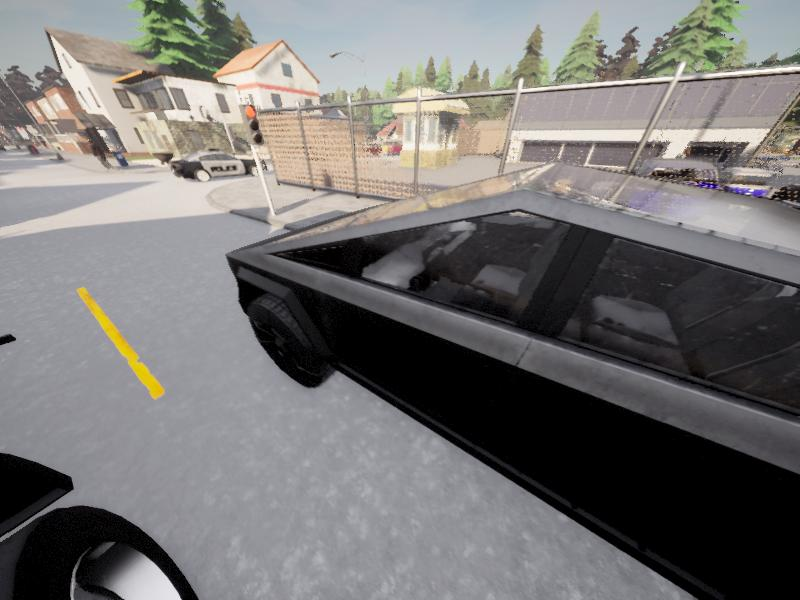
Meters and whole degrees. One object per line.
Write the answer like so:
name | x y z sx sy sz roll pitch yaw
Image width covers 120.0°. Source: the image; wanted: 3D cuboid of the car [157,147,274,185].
car | -11.350 -8.688 14.743 1.930 1.638 5.238 24 42 30

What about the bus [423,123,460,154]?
bus | 7.506 -30.695 43.938 3.944 4.253 10.273 -3 35 -5

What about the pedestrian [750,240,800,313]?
pedestrian | 6.265 -0.734 3.184 0.751 1.860 0.751 -22 41 -29

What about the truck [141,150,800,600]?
truck | 1.275 0.214 1.806 6.274 2.098 2.390 21 40 26

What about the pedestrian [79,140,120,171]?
pedestrian | -21.723 -10.465 16.744 0.751 1.860 0.751 -4 35 -7

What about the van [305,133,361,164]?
van | -7.152 -16.882 25.653 1.988 2.561 5.915 21 40 27

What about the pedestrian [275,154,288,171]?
pedestrian | -9.551 -11.112 18.634 0.500 1.100 0.500 9 36 12

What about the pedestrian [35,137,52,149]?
pedestrian | -64.972 -28.564 42.089 0.751 1.860 0.751 20 40 26

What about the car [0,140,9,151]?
car | -68.986 -26.179 39.170 4.974 1.542 2.038 21 40 26

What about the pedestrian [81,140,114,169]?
pedestrian | -23.271 -11.219 17.801 0.751 1.860 0.751 27 43 33
